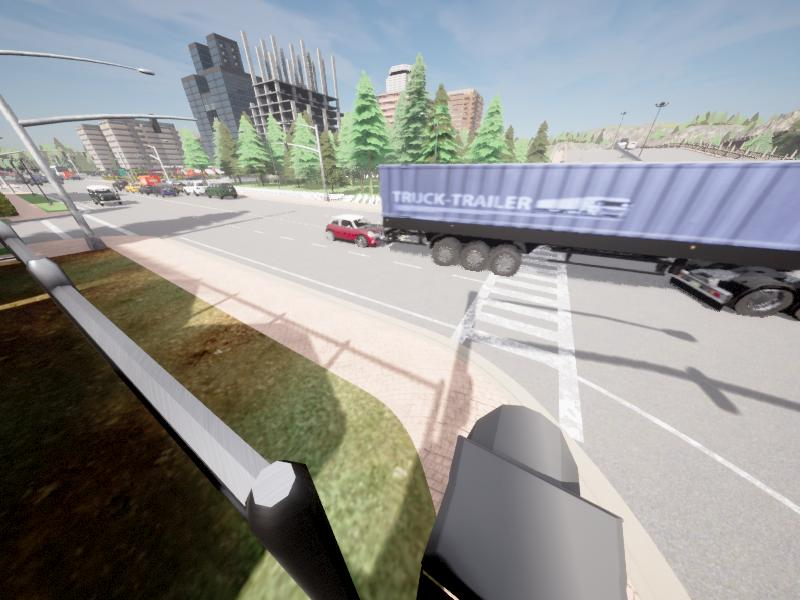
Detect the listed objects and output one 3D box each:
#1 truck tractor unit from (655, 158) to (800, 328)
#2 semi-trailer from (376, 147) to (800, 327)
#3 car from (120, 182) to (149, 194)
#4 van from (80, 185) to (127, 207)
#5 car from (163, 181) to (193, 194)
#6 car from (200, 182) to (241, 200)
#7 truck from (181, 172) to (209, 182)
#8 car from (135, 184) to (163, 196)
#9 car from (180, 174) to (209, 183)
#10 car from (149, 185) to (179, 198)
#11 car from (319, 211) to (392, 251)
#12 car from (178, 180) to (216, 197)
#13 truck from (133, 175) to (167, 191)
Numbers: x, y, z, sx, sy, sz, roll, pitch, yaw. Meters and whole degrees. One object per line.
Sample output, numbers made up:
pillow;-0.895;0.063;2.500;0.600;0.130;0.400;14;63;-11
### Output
truck tractor unit;13.304;-1.561;6.483;6.516;4.208;3.053;8;31;13
semi-trailer;6.024;-3.172;9.076;14.254;4.402;2.717;13;33;22
car;-47.118;-19.966;41.007;5.366;1.575;1.801;17;34;27
van;-35.133;-12.382;27.412;4.480;2.038;2.069;17;34;27
car;-38.129;-19.391;39.713;4.605;1.855;1.932;17;34;27
car;-25.721;-15.660;33.083;5.566;2.045;2.150;17;34;27
truck;-62.560;-37.542;70.571;2.627;2.467;5.204;16;33;26
car;-41.167;-18.094;37.870;4.193;1.474;1.816;17;34;27
car;-60.315;-35.807;67.978;2.150;2.045;5.566;16;34;26
car;-35.779;-16.477;34.990;3.705;1.549;1.789;17;34;27
car;-2.613;-4.212;13.825;3.806;1.475;1.970;17;34;27
car;-31.949;-17.567;36.387;5.566;2.045;2.150;17;34;27
truck;-49.132;-23.022;45.411;5.204;2.467;2.627;17;34;27
